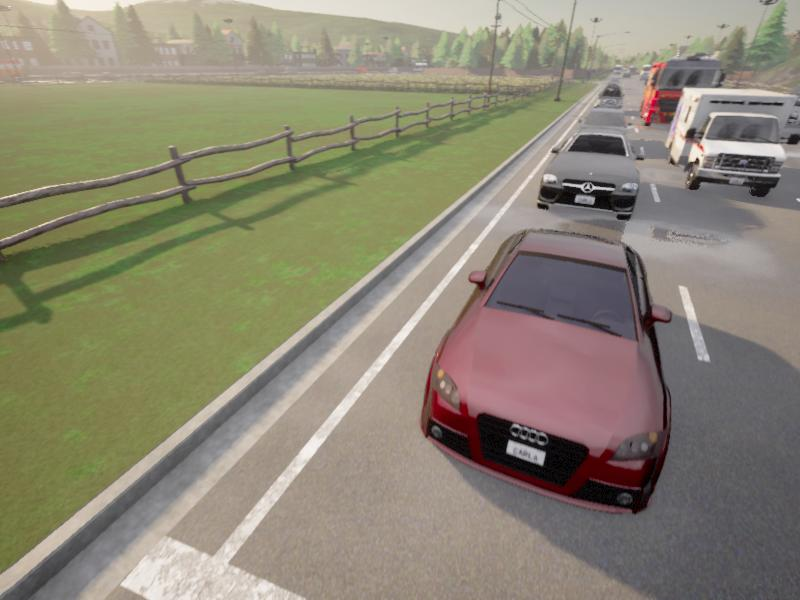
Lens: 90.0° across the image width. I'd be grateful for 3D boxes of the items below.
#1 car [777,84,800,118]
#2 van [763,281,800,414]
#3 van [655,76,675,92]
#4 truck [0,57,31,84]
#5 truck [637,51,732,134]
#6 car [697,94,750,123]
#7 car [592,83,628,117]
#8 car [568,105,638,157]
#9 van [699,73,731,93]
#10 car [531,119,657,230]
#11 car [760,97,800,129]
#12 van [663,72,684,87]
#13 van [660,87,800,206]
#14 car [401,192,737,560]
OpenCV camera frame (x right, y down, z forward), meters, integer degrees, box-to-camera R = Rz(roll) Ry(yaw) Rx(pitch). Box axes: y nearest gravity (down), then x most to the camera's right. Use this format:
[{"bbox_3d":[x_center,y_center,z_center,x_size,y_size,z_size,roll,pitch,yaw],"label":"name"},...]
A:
[{"bbox_3d":[31.583,-15.273,30.634,2.150,2.045,5.566,14,33,21],"label":"car"},{"bbox_3d":[4.650,0.936,2.474,2.069,2.038,4.480,14,33,21],"label":"van"},{"bbox_3d":[41.190,-33.696,62.370,1.775,1.987,4.442,14,33,21],"label":"van"},{"bbox_3d":[-67.300,-37.807,65.826,2.891,3.827,8.468,14,33,22],"label":"truck"},{"bbox_3d":[16.968,-12.939,24.640,2.891,3.827,8.468,14,33,21],"label":"truck"},{"bbox_3d":[21.996,-13.151,27.361,1.845,1.501,3.633,14,33,21],"label":"car"},{"bbox_3d":[16.444,-15.685,31.232,1.932,1.855,4.605,14,36,22],"label":"car"},{"bbox_3d":[9.037,-7.653,17.794,2.163,1.488,4.792,14,33,21],"label":"car"},{"bbox_3d":[49.093,-34.005,62.582,2.351,2.431,6.366,14,33,21],"label":"van"},{"bbox_3d":[5.165,-3.608,10.669,2.152,1.651,5.027,14,33,21],"label":"car"},{"bbox_3d":[24.578,-11.735,25.032,1.970,1.475,3.806,14,33,21],"label":"car"},{"bbox_3d":[55.537,-44.968,81.446,2.351,2.431,6.366,14,33,21],"label":"van"},{"bbox_3d":[10.220,-5.189,12.660,2.351,2.431,6.366,14,33,21],"label":"van"},{"bbox_3d":[1.790,0.100,4.521,1.994,1.385,4.181,13,33,21],"label":"car"}]
